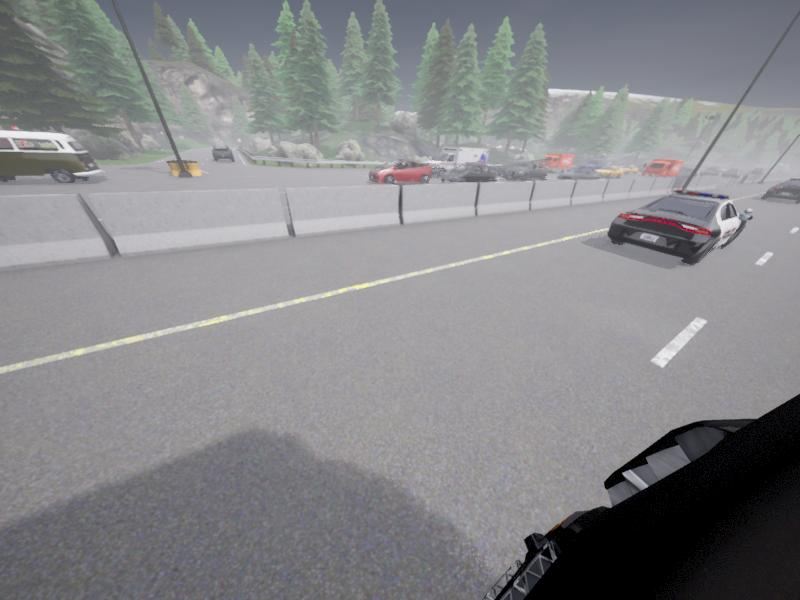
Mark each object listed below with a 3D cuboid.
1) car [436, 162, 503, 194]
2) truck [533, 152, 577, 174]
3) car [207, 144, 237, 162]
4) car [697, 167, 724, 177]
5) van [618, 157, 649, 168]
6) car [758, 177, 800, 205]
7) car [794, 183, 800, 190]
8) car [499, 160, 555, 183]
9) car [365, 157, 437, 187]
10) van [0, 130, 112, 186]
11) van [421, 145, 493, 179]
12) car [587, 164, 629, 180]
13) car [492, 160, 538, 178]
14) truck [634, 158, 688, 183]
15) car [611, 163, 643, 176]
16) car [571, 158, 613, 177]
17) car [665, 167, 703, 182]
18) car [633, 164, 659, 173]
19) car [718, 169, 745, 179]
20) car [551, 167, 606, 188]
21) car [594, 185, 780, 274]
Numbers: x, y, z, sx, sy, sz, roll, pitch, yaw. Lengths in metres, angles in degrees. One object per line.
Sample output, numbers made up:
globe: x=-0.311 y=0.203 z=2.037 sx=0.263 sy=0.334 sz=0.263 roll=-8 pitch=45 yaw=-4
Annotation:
car: x=4.469 y=-7.935 z=14.950 sx=3.705 sy=1.549 sz=1.789 roll=-15 pitch=38 yaw=-26
truck: x=22.936 y=-20.209 z=34.193 sx=5.204 sy=2.467 sz=2.627 roll=-16 pitch=38 yaw=-27
car: x=-20.253 y=-16.828 z=26.402 sx=2.128 sy=1.511 sz=4.902 roll=-17 pitch=38 yaw=-27
car: x=67.554 y=-27.878 z=50.266 sx=4.611 sy=1.667 sz=2.242 roll=-16 pitch=38 yaw=-26
van: x=70.430 y=-41.529 z=69.839 sx=1.988 sy=2.561 sz=5.915 roll=-16 pitch=38 yaw=-26
car: x=31.450 y=-8.819 z=18.506 sx=4.974 sy=1.542 sz=2.038 roll=-16 pitch=38 yaw=-26
car: x=52.760 y=-14.805 z=29.298 sx=4.514 sy=1.525 sz=2.007 roll=-16 pitch=38 yaw=-26
car: x=12.201 y=-12.400 z=22.221 sx=4.611 sy=1.667 sz=2.242 roll=-16 pitch=38 yaw=-26
car: x=0.100 y=-8.924 z=16.106 sx=4.514 sy=1.525 sz=2.007 roll=-16 pitch=38 yaw=-26
van: x=-17.297 y=-6.443 z=10.472 sx=4.480 sy=2.038 sz=2.069 roll=-15 pitch=38 yaw=-26
van: x=5.380 y=-13.021 z=21.914 sx=6.366 sy=2.431 sz=2.351 roll=-16 pitch=38 yaw=-26
car: x=26.709 y=-16.445 z=29.601 sx=5.366 sy=1.575 sz=1.801 roll=-16 pitch=38 yaw=-26
car: x=12.943 y=-14.767 z=26.020 sx=4.892 sy=1.490 sz=1.837 roll=-16 pitch=38 yaw=-26
truck: x=32.852 y=-16.313 z=29.110 sx=5.204 sy=2.467 sz=2.627 roll=-16 pitch=38 yaw=-27
car: x=38.188 y=-21.913 z=38.808 sx=5.366 sy=1.575 sz=1.801 roll=-16 pitch=38 yaw=-26
car: x=27.778 y=-19.173 z=33.384 sx=5.566 sy=2.045 sz=2.150 roll=-17 pitch=38 yaw=-26
car: x=41.324 y=-18.353 z=33.638 sx=4.856 sy=1.649 sz=2.033 roll=-16 pitch=38 yaw=-27
car: x=52.842 y=-28.226 z=49.541 sx=4.974 sy=1.542 sz=2.038 roll=-16 pitch=38 yaw=-26
car: x=66.603 y=-25.406 z=46.399 sx=4.974 sy=1.542 sz=2.038 roll=-16 pitch=38 yaw=-26
car: x=16.149 y=-11.157 z=20.937 sx=4.181 sy=1.385 sz=1.994 roll=-16 pitch=38 yaw=-26
car: x=8.540 y=-2.380 z=6.899 sx=4.974 sy=1.542 sz=2.038 roll=-16 pitch=38 yaw=-26
